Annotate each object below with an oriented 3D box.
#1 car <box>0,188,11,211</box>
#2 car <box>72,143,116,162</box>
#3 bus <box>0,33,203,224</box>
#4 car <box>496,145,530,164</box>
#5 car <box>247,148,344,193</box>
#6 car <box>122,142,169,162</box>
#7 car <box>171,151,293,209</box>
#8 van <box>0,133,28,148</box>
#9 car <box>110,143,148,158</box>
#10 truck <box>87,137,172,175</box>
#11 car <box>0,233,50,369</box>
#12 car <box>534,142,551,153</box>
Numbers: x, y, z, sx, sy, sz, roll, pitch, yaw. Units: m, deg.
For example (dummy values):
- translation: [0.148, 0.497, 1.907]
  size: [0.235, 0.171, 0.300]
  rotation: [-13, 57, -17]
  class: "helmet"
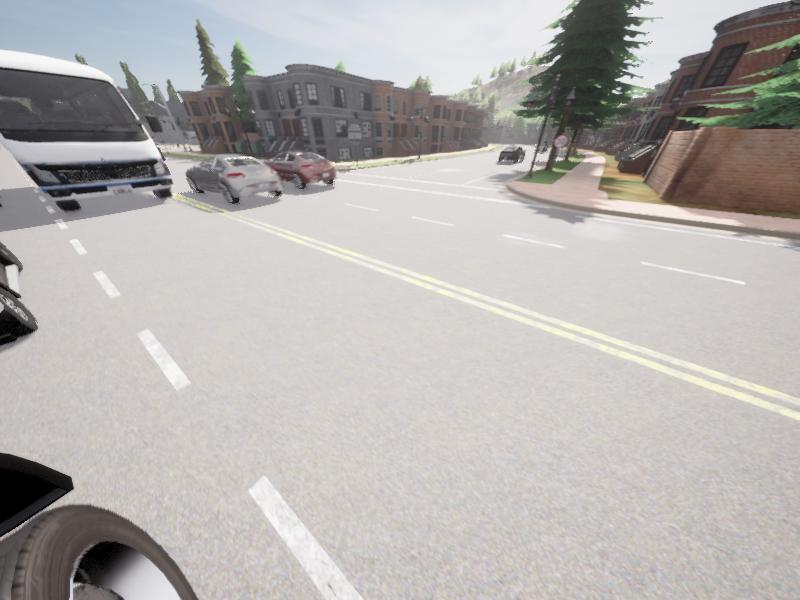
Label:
- translation: [-16.141, -4.064, 8.172]
  size: [3.633, 1.501, 1.845]
  rotation: [22, 41, 28]
  class: "car"
- translation: [-32.295, -15.558, 24.343]
  size: [4.193, 1.474, 1.816]
  rotation: [22, 41, 28]
  class: "car"
- translation: [-13.652, -6.711, 9.590]
  size: [10.273, 4.253, 3.944]
  rotation: [22, 41, 28]
  class: "bus"
- translation: [12.351, -15.874, 25.148]
  size: [1.837, 1.490, 4.892]
  rotation: [24, 41, 29]
  class: "car"
- translation: [-5.758, -7.254, 12.716]
  size: [5.027, 1.651, 2.152]
  rotation: [22, 41, 28]
  class: "car"
- translation: [-27.805, -16.252, 25.239]
  size: [4.856, 1.649, 2.033]
  rotation: [22, 41, 28]
  class: "car"
- translation: [-7.365, -5.446, 10.140]
  size: [5.027, 1.651, 2.152]
  rotation: [22, 41, 28]
  class: "car"
- translation: [-80.759, -33.263, 48.109]
  size: [6.366, 2.431, 2.351]
  rotation: [22, 41, 28]
  class: "van"
- translation: [-33.373, -18.461, 28.445]
  size: [4.193, 1.474, 1.816]
  rotation: [22, 41, 28]
  class: "car"
- translation: [-20.377, -10.952, 17.395]
  size: [6.274, 2.098, 2.390]
  rotation: [22, 41, 28]
  class: "truck"
- translation: [-6.921, -0.448, 2.836]
  size: [4.605, 1.855, 1.932]
  rotation: [23, 41, 27]
  class: "car"
- translation: [26.310, -28.155, 42.569]
  size: [2.033, 1.649, 4.856]
  rotation: [18, 39, 23]
  class: "car"
